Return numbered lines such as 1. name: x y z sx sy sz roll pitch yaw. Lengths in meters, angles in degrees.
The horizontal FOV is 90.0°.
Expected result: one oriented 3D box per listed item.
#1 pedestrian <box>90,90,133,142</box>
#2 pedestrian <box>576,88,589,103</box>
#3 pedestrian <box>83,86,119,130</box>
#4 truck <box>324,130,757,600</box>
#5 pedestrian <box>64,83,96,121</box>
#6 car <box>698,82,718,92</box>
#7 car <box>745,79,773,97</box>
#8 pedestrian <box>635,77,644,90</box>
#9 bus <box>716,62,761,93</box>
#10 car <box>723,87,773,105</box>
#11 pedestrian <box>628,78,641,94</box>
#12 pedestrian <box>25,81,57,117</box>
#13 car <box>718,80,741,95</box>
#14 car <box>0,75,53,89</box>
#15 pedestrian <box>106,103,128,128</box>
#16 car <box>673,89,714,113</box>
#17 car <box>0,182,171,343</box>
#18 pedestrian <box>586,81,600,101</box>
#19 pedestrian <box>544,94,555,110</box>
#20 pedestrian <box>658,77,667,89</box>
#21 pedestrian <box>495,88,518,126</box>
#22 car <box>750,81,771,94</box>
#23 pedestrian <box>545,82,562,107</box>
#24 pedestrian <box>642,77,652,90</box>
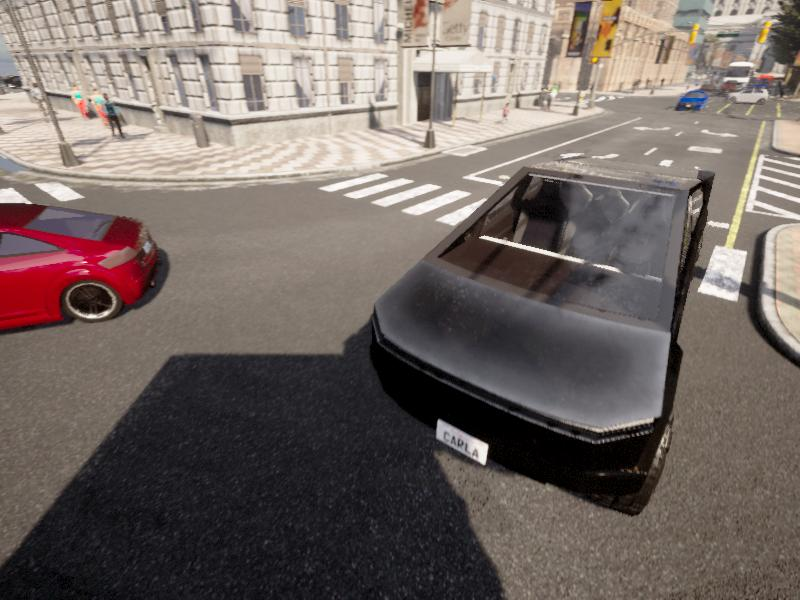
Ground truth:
1. pedestrian: -12.096 -7.727 16.805 0.751 1.860 0.751 20 35 29
2. pedestrian: 18.603 -20.880 40.864 0.751 1.300 0.751 22 36 31
3. pedestrian: -14.660 -9.406 19.624 0.751 1.860 0.751 26 39 37
4. truck: 2.272 -0.527 4.905 2.390 2.098 6.274 20 36 30
5. pedestrian: -17.927 -11.096 22.447 0.751 1.860 0.751 27 39 37
6. car: 50.749 -35.042 65.867 1.895 1.301 4.718 23 37 33
7. car: 50.362 -29.762 56.090 2.150 2.045 5.566 23 37 33
8. pedestrian: 38.896 -35.208 64.990 0.751 1.860 0.751 21 36 31
9. bus: 56.011 -36.809 66.079 3.944 4.253 10.273 23 37 33
10. car: 36.729 -21.567 42.263 3.633 1.501 1.845 23 37 33
11. pedestrian: 31.097 -28.341 53.059 0.751 1.860 0.751 -22 37 -34
12. pedestrian: -21.657 -12.145 24.160 0.751 1.860 0.751 23 37 33
13. car: 48.616 -31.416 59.052 1.905 1.878 3.866 23 37 33
14. car: -48.590 -28.425 52.160 1.837 1.490 4.892 5 31 7
15. pedestrian: -14.427 -9.429 20.422 0.500 1.100 0.500 25 38 35
16. car: 25.484 -17.304 34.703 1.882 1.535 5.008 23 37 33
17. car: -5.681 -0.470 5.358 4.181 1.385 1.994 -11 32 -19
18. pedestrian: 20.999 -22.742 43.550 0.751 1.860 0.751 25 38 35
19. pedestrian: 11.848 -15.669 31.687 0.500 1.100 0.500 15 33 23
20. pedestrian: 45.577 -37.734 69.463 0.751 1.860 0.751 22 37 32
21. pedestrian: 6.077 -11.004 22.819 0.751 1.860 0.751 22 36 32
22. car: 57.450 -33.872 63.679 1.930 1.638 5.238 23 37 33
23. pedestrian: 13.031 -17.412 33.944 0.751 1.860 0.751 26 39 36
24. pedestrian: 40.316 -35.367 65.294 0.751 1.860 0.751 23 37 33
